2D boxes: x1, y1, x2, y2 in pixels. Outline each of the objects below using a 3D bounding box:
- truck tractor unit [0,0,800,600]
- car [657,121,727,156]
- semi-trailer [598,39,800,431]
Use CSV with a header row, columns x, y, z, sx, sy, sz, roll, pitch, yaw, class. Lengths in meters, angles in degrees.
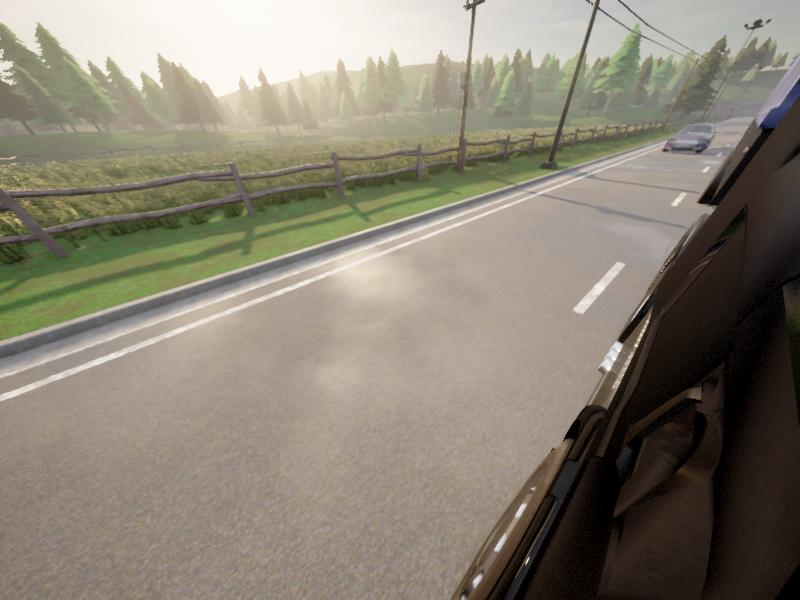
x,y,z,sx,sy,sz,roll,pitch,yaw,class
2.645,-0.295,0.352,6.516,4.208,3.053,-28,44,-30,truck tractor unit
20.061,-11.132,15.848,4.856,1.649,2.033,-28,43,-29,car
8.696,-3.611,4.223,14.254,4.402,2.717,-28,44,-30,semi-trailer
